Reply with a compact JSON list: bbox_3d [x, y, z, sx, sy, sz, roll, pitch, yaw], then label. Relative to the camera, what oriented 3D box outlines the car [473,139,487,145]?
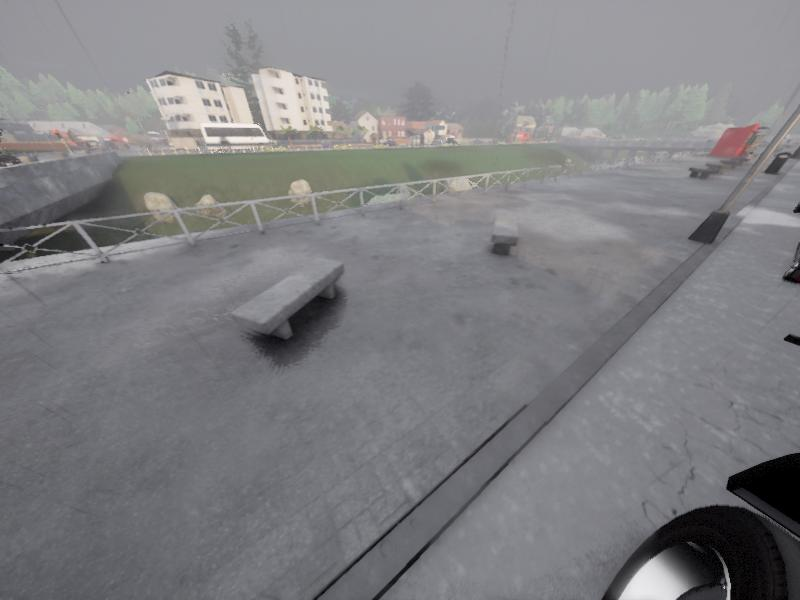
[{"bbox_3d":[25.434,-50.287,73.511,4.193,1.474,1.816,-21,40,-27],"label":"car"}]

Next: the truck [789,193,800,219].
[{"bbox_3d":[16.358,-4.103,7.777,6.274,2.098,2.390,-21,40,-27],"label":"truck"}]

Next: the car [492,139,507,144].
[{"bbox_3d":[33.487,-53.418,77.895,4.792,1.488,2.163,-21,40,-27],"label":"car"}]

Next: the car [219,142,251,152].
[{"bbox_3d":[-32.665,-30.365,45.693,4.892,1.490,1.837,-21,40,-26],"label":"car"}]

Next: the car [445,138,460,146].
[{"bbox_3d":[15.522,-46.583,68.002,3.866,1.878,1.905,-21,40,-27],"label":"car"}]

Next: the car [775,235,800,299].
[{"bbox_3d":[8.875,-0.887,3.911,4.181,1.385,1.994,-21,40,-27],"label":"car"}]

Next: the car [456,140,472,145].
[{"bbox_3d":[20.802,-51.190,74.969,4.718,1.301,1.895,-21,40,-27],"label":"car"}]

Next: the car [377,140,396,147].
[{"bbox_3d":[-3.539,-41.793,61.662,4.892,1.490,1.837,-21,40,-27],"label":"car"}]

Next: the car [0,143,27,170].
[{"bbox_3d":[-36.143,-12.604,20.274,1.905,1.878,3.866,-21,40,-27],"label":"car"}]

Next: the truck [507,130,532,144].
[{"bbox_3d":[42.572,-57.914,82.157,8.468,3.827,2.891,-21,40,-27],"label":"truck"}]

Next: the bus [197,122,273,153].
[{"bbox_3d":[-30.063,-30.033,42.819,10.273,4.253,3.944,-19,40,-24],"label":"bus"}]

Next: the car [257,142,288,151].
[{"bbox_3d":[-26.906,-32.649,48.973,5.357,1.411,2.033,-21,40,-27],"label":"car"}]

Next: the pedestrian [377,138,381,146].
[{"bbox_3d":[-5.853,-44.080,64.376,0.751,1.860,0.751,-20,40,-26],"label":"pedestrian"}]

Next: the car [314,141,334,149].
[{"bbox_3d":[-17.668,-36.281,53.979,3.806,1.475,1.970,-21,40,-27],"label":"car"}]

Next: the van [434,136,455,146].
[{"bbox_3d":[13.611,-48.853,70.730,6.366,2.431,2.351,-21,40,-27],"label":"van"}]

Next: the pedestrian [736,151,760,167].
[{"bbox_3d":[27.931,-11.319,18.549,0.500,1.100,0.500,23,41,29],"label":"pedestrian"}]

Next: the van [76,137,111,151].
[{"bbox_3d":[-64.305,-32.872,48.604,2.351,2.431,6.366,-21,40,-27],"label":"van"}]
